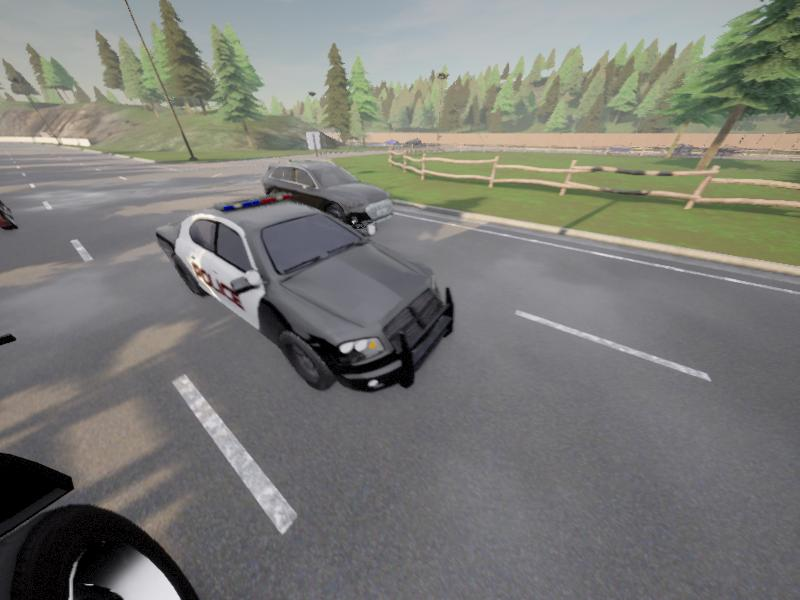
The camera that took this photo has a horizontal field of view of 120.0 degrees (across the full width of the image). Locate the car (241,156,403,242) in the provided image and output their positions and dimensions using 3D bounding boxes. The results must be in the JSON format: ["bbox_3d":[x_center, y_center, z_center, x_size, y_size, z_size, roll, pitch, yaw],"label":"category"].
[{"bbox_3d":[-2.486,-3.467,7.366,4.856,1.649,2.033,22,41,28],"label":"car"}]

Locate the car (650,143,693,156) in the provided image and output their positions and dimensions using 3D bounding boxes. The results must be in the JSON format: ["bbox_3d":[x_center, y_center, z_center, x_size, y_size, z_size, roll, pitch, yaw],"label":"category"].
[{"bbox_3d":[44.470,-24.799,37.963,3.988,1.617,1.851,22,41,28],"label":"car"}]

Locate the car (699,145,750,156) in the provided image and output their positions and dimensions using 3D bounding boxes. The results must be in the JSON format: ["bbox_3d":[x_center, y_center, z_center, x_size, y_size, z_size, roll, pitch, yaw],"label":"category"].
[{"bbox_3d":[54.788,-25.414,39.189,4.718,1.301,1.895,22,41,28],"label":"car"}]

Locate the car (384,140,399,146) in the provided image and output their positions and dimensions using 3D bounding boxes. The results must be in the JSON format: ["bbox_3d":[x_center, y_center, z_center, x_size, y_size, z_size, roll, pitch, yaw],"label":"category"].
[{"bbox_3d":[-2.675,-48.754,71.538,4.514,1.525,2.007,22,41,28],"label":"car"}]

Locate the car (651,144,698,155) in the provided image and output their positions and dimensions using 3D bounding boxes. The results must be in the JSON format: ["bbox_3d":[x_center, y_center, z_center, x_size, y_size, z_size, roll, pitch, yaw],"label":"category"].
[{"bbox_3d":[47.187,-26.104,39.945,4.792,1.488,2.163,22,41,28],"label":"car"}]

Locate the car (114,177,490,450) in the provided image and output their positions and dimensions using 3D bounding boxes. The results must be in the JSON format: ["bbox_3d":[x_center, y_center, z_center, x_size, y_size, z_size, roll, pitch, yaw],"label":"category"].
[{"bbox_3d":[-1.648,-0.622,3.430,4.974,1.542,2.038,22,41,27],"label":"car"}]

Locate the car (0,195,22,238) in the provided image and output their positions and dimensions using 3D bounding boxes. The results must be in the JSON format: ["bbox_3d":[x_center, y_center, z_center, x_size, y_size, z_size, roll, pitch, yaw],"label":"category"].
[{"bbox_3d":[-12.694,-2.594,6.263,4.181,1.385,1.994,22,41,28],"label":"car"}]

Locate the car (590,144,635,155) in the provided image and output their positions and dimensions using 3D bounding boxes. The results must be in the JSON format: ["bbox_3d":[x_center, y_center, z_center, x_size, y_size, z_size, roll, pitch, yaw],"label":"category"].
[{"bbox_3d":[35.994,-25.683,39.324,5.357,1.411,2.033,22,41,28],"label":"car"}]

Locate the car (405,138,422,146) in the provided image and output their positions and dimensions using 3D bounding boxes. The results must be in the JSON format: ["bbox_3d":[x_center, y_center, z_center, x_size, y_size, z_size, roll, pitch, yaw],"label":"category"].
[{"bbox_3d":[4.019,-46.215,67.644,4.605,1.855,1.932,22,41,28],"label":"car"}]
